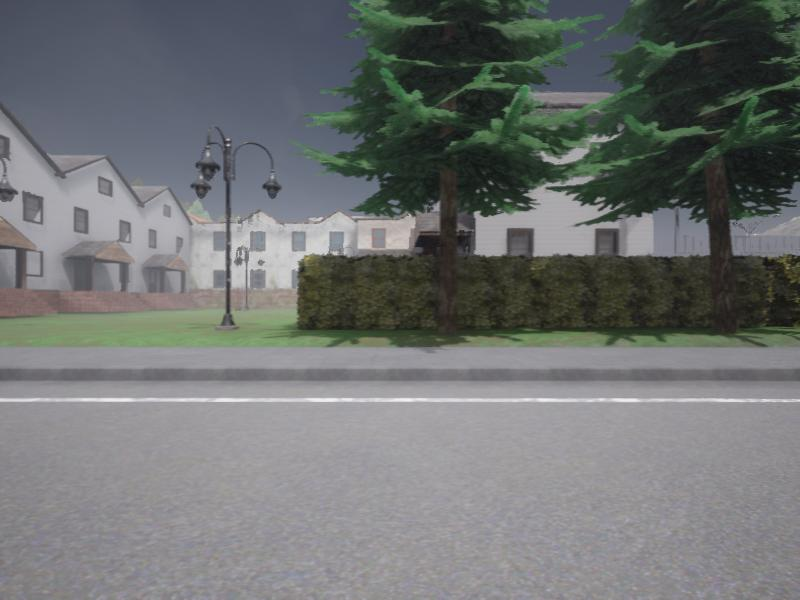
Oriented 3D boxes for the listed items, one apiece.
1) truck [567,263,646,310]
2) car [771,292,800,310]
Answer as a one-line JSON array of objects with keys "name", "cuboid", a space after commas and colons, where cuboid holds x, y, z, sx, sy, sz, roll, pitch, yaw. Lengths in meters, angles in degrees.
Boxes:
[{"name": "truck", "cuboid": [18.620, -1.099, 36.900, 2.891, 3.827, 8.468, 0, 0, 0]}, {"name": "car", "cuboid": [34.050, 0.067, 33.360, 2.007, 1.523, 4.514, 0, 0, -1]}]
